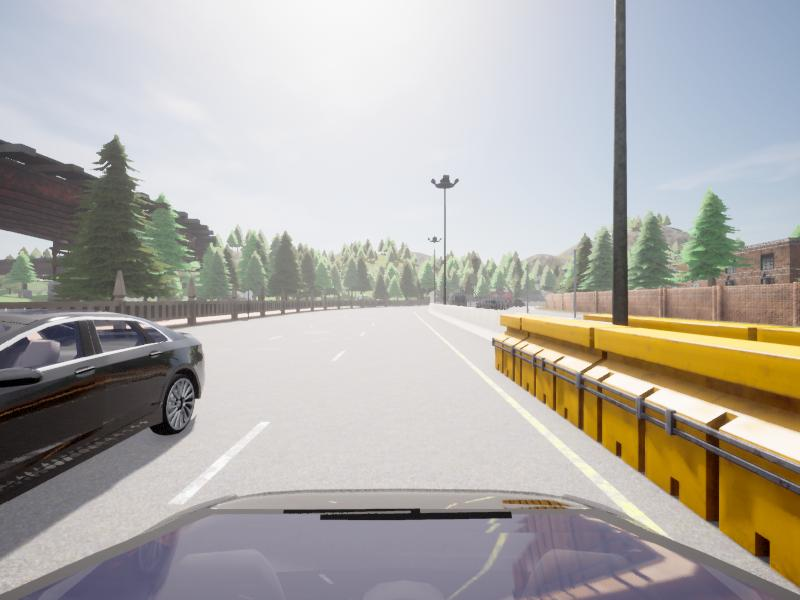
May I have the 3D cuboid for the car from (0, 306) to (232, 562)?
[{"bbox_3d":[-3.500,0.837,3.363,2.128,1.511,4.902,0,0,0],"label":"car"}]
